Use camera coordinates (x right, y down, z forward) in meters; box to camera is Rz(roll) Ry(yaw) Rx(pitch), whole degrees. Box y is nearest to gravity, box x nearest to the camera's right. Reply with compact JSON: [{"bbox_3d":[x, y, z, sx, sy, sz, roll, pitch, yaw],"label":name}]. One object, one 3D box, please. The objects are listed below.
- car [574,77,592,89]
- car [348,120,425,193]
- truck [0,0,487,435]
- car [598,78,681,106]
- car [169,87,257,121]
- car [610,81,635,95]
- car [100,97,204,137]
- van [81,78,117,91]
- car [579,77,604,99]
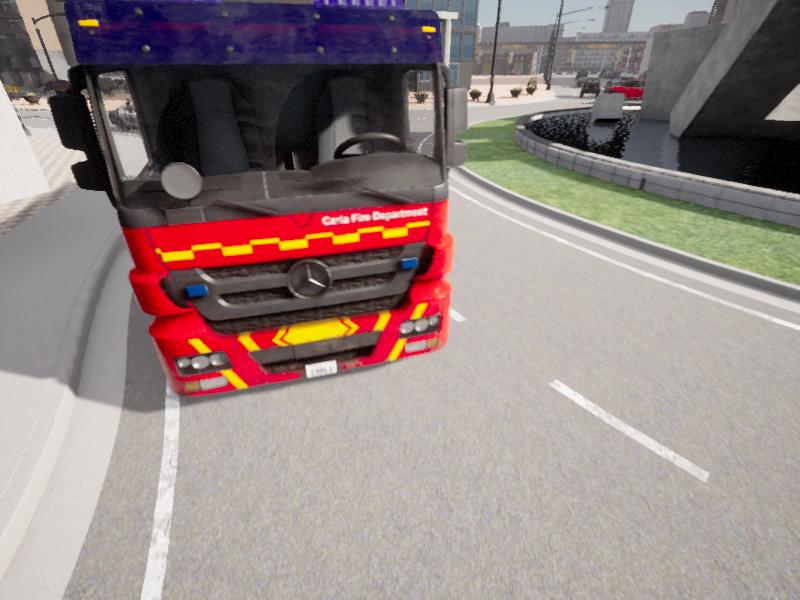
[{"bbox_3d":[27.867,-33.129,60.962,1.837,1.490,4.892,9,32,15],"label":"car"},{"bbox_3d":[-0.574,-4.703,12.701,1.994,1.385,4.181,-4,30,-6],"label":"car"},{"bbox_3d":[-1.965,-2.619,6.713,2.891,3.827,8.468,-9,31,-14],"label":"truck"},{"bbox_3d":[20.795,-18.262,35.045,5.566,2.045,2.150,3,30,6],"label":"car"},{"bbox_3d":[-12.208,-12.945,26.389,4.605,1.855,1.932,-2,31,-3],"label":"car"},{"bbox_3d":[26.793,-25.611,48.311,1.895,1.301,4.718,10,32,18],"label":"car"},{"bbox_3d":[-13.424,-9.981,21.673,4.974,1.542,2.038,14,33,22],"label":"car"},{"bbox_3d":[-51.558,-37.007,68.610,1.775,1.987,4.442,8,30,13],"label":"van"},{"bbox_3d":[20.615,-22.856,43.059,1.905,1.878,3.866,12,32,20],"label":"car"}]
